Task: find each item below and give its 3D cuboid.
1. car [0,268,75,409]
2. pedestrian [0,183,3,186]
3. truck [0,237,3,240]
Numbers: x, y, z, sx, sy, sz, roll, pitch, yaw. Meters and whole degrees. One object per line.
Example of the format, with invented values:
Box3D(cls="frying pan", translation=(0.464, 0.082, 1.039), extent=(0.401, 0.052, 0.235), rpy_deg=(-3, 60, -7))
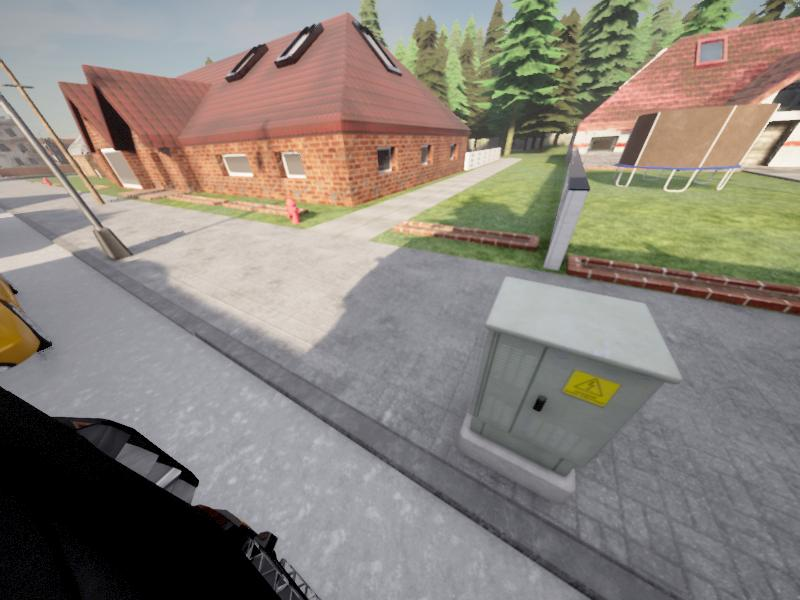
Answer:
Box3D(cls="car", translation=(-6.637, 0.084, 2.810), extent=(5.008, 1.535, 1.882), rpy_deg=(16, 38, 26))
Box3D(cls="pedestrian", translation=(-43.494, -13.008, 24.342), extent=(0.751, 1.860, 0.751), rpy_deg=(16, 38, 26))
Box3D(cls="truck", translation=(-16.819, -3.105, 7.758), extent=(6.274, 2.098, 2.390), rpy_deg=(16, 38, 26))
